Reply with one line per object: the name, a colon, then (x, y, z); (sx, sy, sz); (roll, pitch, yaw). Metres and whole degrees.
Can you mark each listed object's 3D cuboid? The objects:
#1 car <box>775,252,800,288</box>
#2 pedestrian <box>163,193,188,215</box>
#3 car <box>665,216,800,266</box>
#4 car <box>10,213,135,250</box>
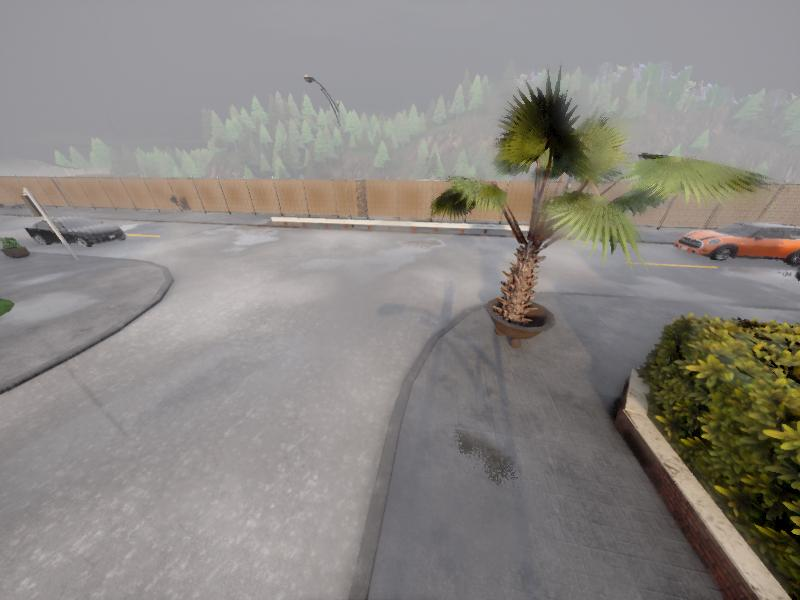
car: (17.896, -0.866, 8.044); (4.611, 1.667, 2.242); (4, 30, 7)
pedestrian: (-21.116, -9.042, 21.758); (0.751, 1.860, 0.751); (5, 30, 8)
car: (17.471, -3.080, 11.753); (4.553, 1.767, 2.097); (5, 30, 9)
car: (-19.582, -4.213, 13.972); (5.008, 1.535, 1.882); (5, 30, 9)
